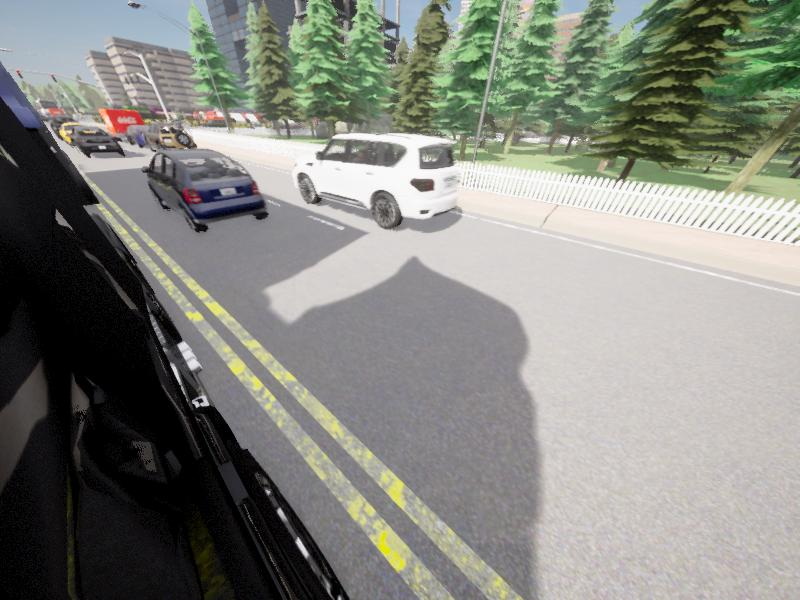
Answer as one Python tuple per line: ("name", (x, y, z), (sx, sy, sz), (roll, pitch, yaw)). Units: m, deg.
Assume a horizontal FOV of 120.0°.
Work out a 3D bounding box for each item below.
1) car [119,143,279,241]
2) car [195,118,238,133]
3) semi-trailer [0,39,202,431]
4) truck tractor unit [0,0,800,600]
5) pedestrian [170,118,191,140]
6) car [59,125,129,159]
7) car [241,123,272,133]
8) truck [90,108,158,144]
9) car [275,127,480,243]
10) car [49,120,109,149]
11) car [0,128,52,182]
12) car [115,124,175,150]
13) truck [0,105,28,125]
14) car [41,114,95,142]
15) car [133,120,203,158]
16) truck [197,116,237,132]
("car", (-5.273, -3.064, 6.110), (3.705, 1.549, 1.789), (27, 43, 28))
("car", (-34.588, -32.950, 43.706), (2.150, 2.045, 5.566), (25, 42, 27))
("semi-trailer", (-8.728, -3.587, 4.194), (14.254, 4.402, 2.717), (28, 43, 29))
("truck tractor unit", (-2.645, -0.295, 0.352), (6.516, 4.208, 3.053), (28, 44, 30))
("pedestrian", (-23.423, -18.261, 24.675), (0.751, 1.860, 0.751), (27, 43, 29))
("car", (-19.346, -10.066, 14.612), (4.193, 1.474, 1.816), (26, 43, 28))
("car", (-30.163, -36.191, 48.755), (2.038, 1.542, 4.974), (25, 42, 27))
("truck", (-26.398, -16.662, 22.132), (5.204, 2.467, 2.627), (27, 43, 28))
("car", (-0.920, -3.751, 6.902), (5.566, 2.045, 2.150), (27, 43, 28))
("car", (-25.018, -12.946, 18.000), (5.366, 1.575, 1.801), (27, 43, 28))
("car", (-16.057, -5.788, 9.111), (3.806, 1.475, 1.970), (27, 43, 29))
("car", (-21.396, -13.756, 19.402), (4.792, 1.488, 2.163), (27, 43, 28))
("truck", (-64.646, -30.465, 38.067), (5.204, 2.467, 2.627), (27, 43, 28))
("car", (-30.558, -15.839, 21.254), (4.605, 1.855, 1.932), (27, 43, 28))
("car", (-16.245, -11.343, 16.185), (4.605, 1.855, 1.932), (27, 43, 28))
("truck", (-36.470, -35.187, 46.188), (2.627, 2.467, 5.204), (25, 44, 27))
